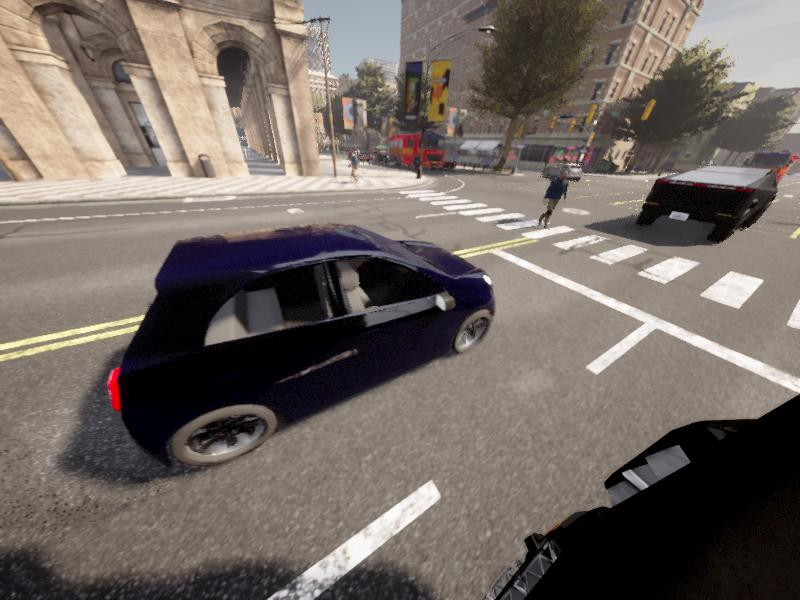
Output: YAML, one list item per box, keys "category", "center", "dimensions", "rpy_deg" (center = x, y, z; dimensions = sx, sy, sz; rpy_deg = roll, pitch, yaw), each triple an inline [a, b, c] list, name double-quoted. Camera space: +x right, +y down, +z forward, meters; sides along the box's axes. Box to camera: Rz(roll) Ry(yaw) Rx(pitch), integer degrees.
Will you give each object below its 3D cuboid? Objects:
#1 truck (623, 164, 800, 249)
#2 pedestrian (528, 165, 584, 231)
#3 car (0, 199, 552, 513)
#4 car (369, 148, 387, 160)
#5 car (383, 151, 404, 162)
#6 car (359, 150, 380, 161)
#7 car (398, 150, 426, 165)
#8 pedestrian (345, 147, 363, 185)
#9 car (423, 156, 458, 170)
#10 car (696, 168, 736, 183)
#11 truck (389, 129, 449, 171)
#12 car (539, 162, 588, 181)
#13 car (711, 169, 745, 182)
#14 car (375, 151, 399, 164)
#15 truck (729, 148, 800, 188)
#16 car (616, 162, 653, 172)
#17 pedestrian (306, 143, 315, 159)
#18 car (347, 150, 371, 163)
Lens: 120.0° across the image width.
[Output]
- category: "truck"
  center: [11.823, -3.806, 8.722]
  dimensions: [6.274, 2.098, 2.390]
  rpy_deg: [-16, 38, -26]
- category: "pedestrian"
  center: [5.133, -3.404, 7.758]
  dimensions: [0.751, 1.860, 0.751]
  rpy_deg: [6, 34, 5]
- category: "car"
  center: [-0.517, -0.063, 2.625]
  dimensions: [3.633, 1.501, 1.845]
  rpy_deg: [-16, 38, -26]
- category: "car"
  center: [-4.183, -27.514, 43.553]
  dimensions: [1.851, 1.617, 3.988]
  rpy_deg: [-16, 38, -26]
- category: "car"
  center: [-1.211, -24.473, 39.333]
  dimensions: [1.970, 1.475, 3.806]
  rpy_deg: [-15, 38, -26]
- category: "car"
  center: [-5.268, -24.587, 39.279]
  dimensions: [1.994, 1.385, 4.181]
  rpy_deg: [-16, 38, -27]
- category: "car"
  center: [1.736, -21.648, 35.031]
  dimensions: [2.097, 1.767, 4.553]
  rpy_deg: [-16, 38, -26]
- category: "pedestrian"
  center: [-2.652, -7.742, 13.388]
  dimensions: [0.751, 1.860, 0.751]
  rpy_deg: [-13, 37, -23]
- category: "car"
  center: [5.158, -17.989, 30.251]
  dimensions: [1.895, 1.301, 4.718]
  rpy_deg: [-16, 38, -26]
- category: "car"
  center: [43.109, -17.003, 31.471]
  dimensions: [5.238, 1.638, 1.930]
  rpy_deg: [-16, 38, -27]
- category: "truck"
  center: [1.879, -18.486, 28.451]
  dimensions: [2.891, 3.827, 8.468]
  rpy_deg: [-16, 38, -26]
- category: "car"
  center: [17.390, -13.827, 24.799]
  dimensions: [1.970, 1.475, 3.806]
  rpy_deg: [-4, 34, -11]
- category: "car"
  center: [48.930, -18.577, 34.479]
  dimensions: [4.674, 1.442, 1.812]
  rpy_deg: [-16, 38, -26]
- category: "car"
  center: [-1.976, -21.337, 34.555]
  dimensions: [1.970, 1.475, 3.806]
  rpy_deg: [-16, 38, -26]
- category: "truck"
  center: [46.072, -16.502, 28.981]
  dimensions: [8.468, 3.827, 2.891]
  rpy_deg: [-16, 38, -26]
- category: "car"
  center: [49.857, -28.349, 49.172]
  dimensions: [2.038, 1.542, 4.974]
  rpy_deg: [-15, 38, -25]
- category: "pedestrian"
  center: [-12.483, -20.885, 32.374]
  dimensions: [0.751, 1.860, 0.751]
  rpy_deg: [-15, 38, -25]
- category: "car"
  center: [-6.279, -21.967, 35.315]
  dimensions: [1.895, 1.301, 4.718]
  rpy_deg: [-16, 38, -26]
